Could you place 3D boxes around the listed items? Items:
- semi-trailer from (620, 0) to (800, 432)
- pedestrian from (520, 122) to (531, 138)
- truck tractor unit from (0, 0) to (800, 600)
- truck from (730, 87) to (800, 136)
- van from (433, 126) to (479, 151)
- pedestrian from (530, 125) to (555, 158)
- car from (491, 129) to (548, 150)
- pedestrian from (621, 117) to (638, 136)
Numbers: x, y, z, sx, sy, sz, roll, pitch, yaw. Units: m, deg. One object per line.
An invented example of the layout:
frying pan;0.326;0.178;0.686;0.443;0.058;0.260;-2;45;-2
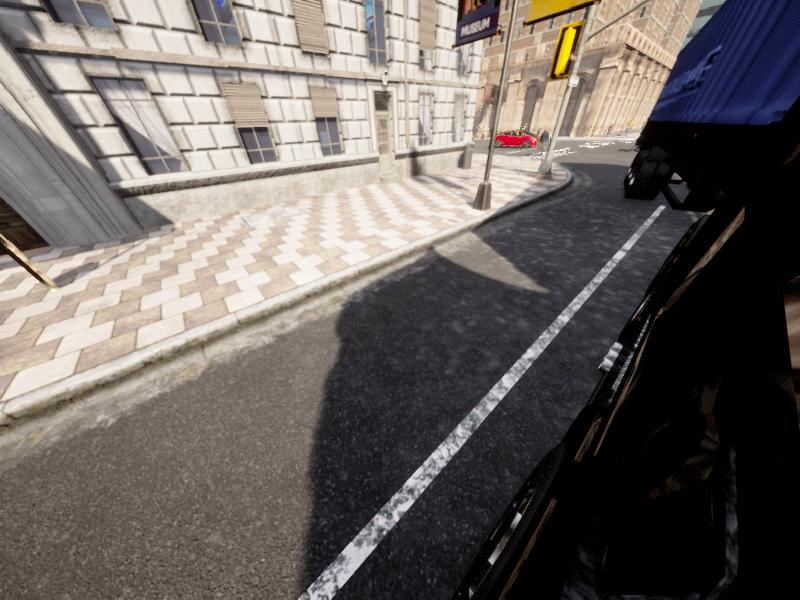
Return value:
semi-trailer;7.690;-4.148;5.012;2.717;4.402;14.254;23;44;30
pedestrian;18.369;-24.870;33.872;0.751;1.860;0.751;-24;42;-26
truck tractor unit;2.645;-0.295;0.351;6.516;4.208;3.053;-28;44;-30
truck;41.746;-21.443;26.480;8.468;3.827;2.891;-29;44;-30
van;5.826;-17.271;24.697;1.775;1.987;4.442;-29;44;-30
pedestrian;10.065;-11.167;16.337;0.751;1.860;0.751;-27;43;-29
car;11.924;-16.261;23.347;2.007;1.525;4.514;-29;44;-30
pedestrian;29.868;-22.563;30.069;0.751;1.860;0.751;-28;44;-30
